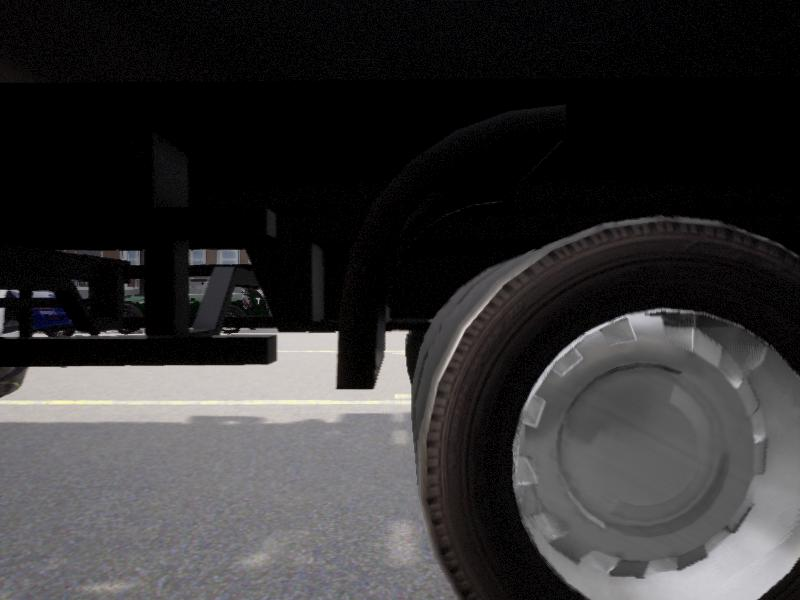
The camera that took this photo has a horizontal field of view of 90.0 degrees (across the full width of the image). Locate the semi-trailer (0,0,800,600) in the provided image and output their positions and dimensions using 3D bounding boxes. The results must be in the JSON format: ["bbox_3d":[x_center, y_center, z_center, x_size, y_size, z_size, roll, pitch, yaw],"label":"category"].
[{"bbox_3d":[4.459,-1.224,2.197,14.254,4.402,2.717,0,0,0],"label":"semi-trailer"}]

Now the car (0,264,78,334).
[{"bbox_3d":[-13.853,-0.028,12.673,5.566,2.045,2.150,0,0,0],"label":"car"}]

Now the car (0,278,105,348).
[{"bbox_3d":[-9.769,0.273,9.188,4.674,1.442,1.812,0,0,0],"label":"car"}]

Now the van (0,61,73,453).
[{"bbox_3d":[-5.574,-0.277,2.211,5.915,2.561,1.988,0,0,0],"label":"van"}]
